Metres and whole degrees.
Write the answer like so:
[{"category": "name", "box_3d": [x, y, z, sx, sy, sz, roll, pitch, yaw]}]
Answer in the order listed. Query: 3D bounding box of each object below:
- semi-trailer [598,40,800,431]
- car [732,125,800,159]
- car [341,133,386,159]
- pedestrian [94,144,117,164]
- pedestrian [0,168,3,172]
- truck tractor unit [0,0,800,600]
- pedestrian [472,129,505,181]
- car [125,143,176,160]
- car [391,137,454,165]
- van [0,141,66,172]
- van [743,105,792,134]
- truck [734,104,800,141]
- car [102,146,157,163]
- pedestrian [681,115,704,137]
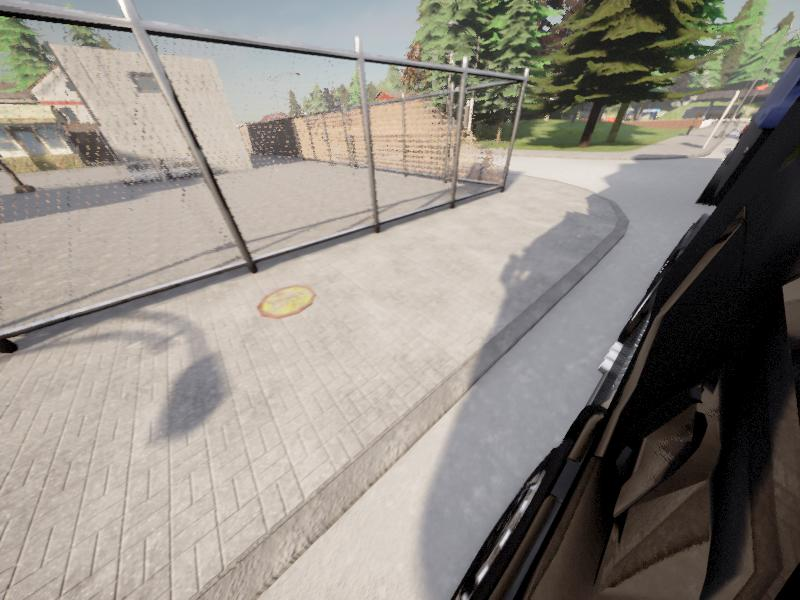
[{"category": "semi-trailer", "box_3d": [8.689, -3.607, 4.243, 14.254, 4.402, 2.717, -28, 44, -30]}, {"category": "car", "box_3d": [22.392, -9.675, 14.046, 4.181, 1.385, 1.994, -28, 44, -30]}, {"category": "car", "box_3d": [-3.648, -15.287, 22.841, 1.932, 1.855, 4.605, -28, 44, -30]}, {"category": "pedestrian", "box_3d": [-34.768, -17.236, 27.279, 0.751, 1.860, 0.751, -24, 42, -26]}, {"category": "pedestrian", "box_3d": [-42.128, -14.005, 23.425, 0.751, 1.860, 0.751, -15, 38, -16]}, {"category": "truck tractor unit", "box_3d": [2.645, -0.295, 0.351, 6.516, 4.208, 3.053, -28, 44, -30]}, {"category": "pedestrian", "box_3d": [3.817, -6.321, 10.113, 0.751, 1.860, 0.751, -28, 44, -30]}, {"category": "car", "box_3d": [-37.696, -22.609, 35.093, 5.027, 1.651, 2.152, -28, 44, -30]}, {"category": "car", "box_3d": [1.583, -11.526, 17.781, 1.837, 1.490, 4.892, -29, 43, -30]}, {"category": "van", "box_3d": [-44.117, -16.441, 26.468, 5.915, 2.561, 1.988, -28, 44, -30]}, {"category": "van", "box_3d": [44.658, -22.041, 28.210, 5.915, 2.561, 1.988, -28, 44, -30]}, {"category": "truck", "box_3d": [34.217, -16.443, 21.435, 5.204, 2.467, 2.627, -28, 44, -30]}, {"category": "car", "box_3d": [-36.768, -19.930, 31.586, 4.674, 1.442, 1.812, -28, 44, -30]}, {"category": "pedestrian", "box_3d": [32.737, -19.456, 25.871, 0.751, 1.860, 0.751, -28, 43, -30]}]
